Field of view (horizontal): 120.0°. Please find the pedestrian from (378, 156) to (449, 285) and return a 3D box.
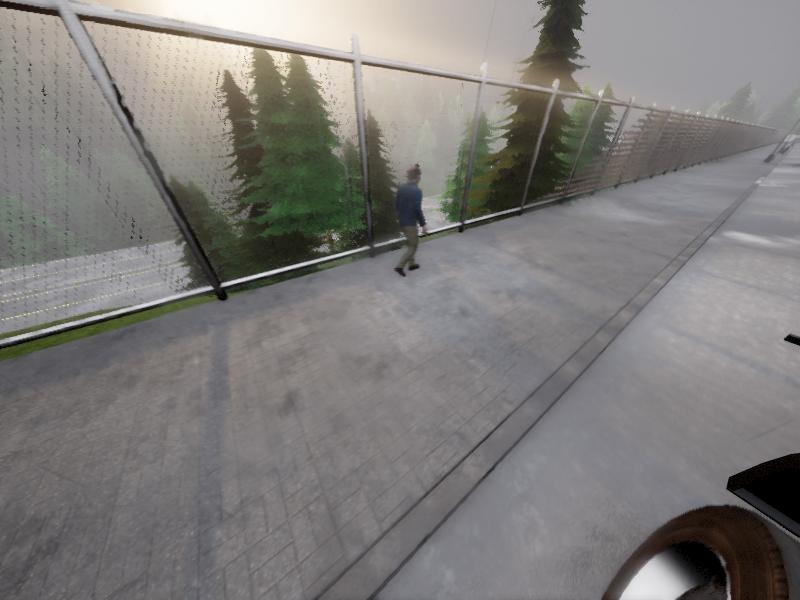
[{"bbox_3d":[0.191,-1.332,3.957,0.751,1.860,0.751,-21,40,-27],"label":"pedestrian"}]
